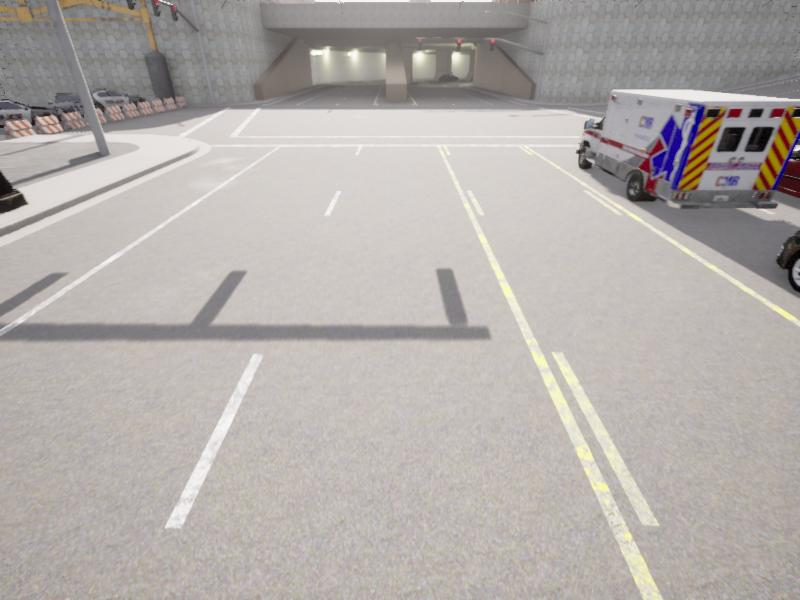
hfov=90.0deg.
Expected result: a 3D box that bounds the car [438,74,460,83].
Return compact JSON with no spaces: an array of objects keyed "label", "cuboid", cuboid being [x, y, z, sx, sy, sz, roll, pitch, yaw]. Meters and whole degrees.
[{"label":"car","cuboid":[10.406,-46.985,84.860,2.152,1.651,5.027,25,38,36]}]

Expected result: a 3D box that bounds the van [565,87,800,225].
[{"label":"van","cuboid":[7.058,-4.303,10.932,2.351,2.431,6.366,0,30,0]}]

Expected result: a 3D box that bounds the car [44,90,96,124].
[{"label":"car","cuboid":[-21.100,-12.405,25.594,2.038,1.542,4.974,-20,36,-31]}]

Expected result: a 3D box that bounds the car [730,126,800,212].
[{"label":"car","cuboid":[10.553,-3.019,9.550,1.851,1.617,3.988,0,30,0]}]

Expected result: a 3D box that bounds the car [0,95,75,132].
[{"label":"car","cuboid":[-21.098,-10.076,21.618,2.038,1.542,4.974,26,39,37]}]

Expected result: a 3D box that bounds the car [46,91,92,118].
[{"label":"car","cuboid":[-21.132,-12.562,25.551,1.853,1.218,4.536,-20,36,-31]}]

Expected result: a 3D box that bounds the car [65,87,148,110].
[{"label":"car","cuboid":[-21.906,-15.232,30.107,1.853,1.218,4.536,15,34,24]}]

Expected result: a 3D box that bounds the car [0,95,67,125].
[{"label":"car","cuboid":[-21.133,-10.193,21.506,1.853,1.218,4.536,26,39,37]}]

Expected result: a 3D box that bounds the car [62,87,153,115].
[{"label":"car","cuboid":[-21.881,-15.119,30.226,2.038,1.542,4.974,15,34,24]}]

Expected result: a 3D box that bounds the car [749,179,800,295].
[{"label":"car","cuboid":[7.038,-0.007,4.521,1.837,1.490,4.892,0,30,0]}]
